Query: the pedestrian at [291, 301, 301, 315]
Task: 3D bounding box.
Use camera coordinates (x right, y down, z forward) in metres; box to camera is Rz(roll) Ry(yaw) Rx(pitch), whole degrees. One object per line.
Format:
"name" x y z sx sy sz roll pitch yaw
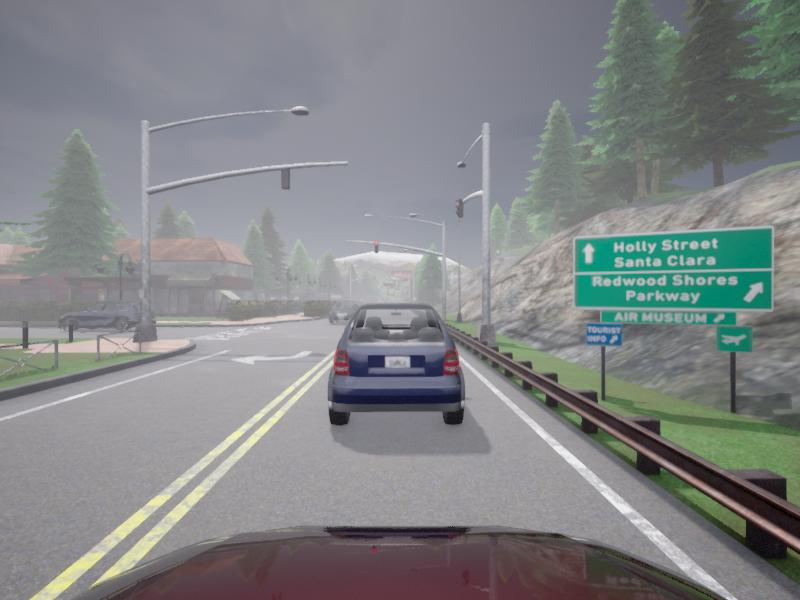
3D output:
"pedestrian" -10.157 0.764 39.103 0.751 1.300 0.751 0 0 4

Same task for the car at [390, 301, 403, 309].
"car" -0.666 0.849 69.640 2.163 1.488 4.792 0 0 -1

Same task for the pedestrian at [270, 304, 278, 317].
"pedestrian" -10.525 0.864 33.330 0.500 1.100 0.500 0 0 6

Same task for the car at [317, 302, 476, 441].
"car" -0.060 0.815 6.371 1.789 1.549 3.705 0 0 -1

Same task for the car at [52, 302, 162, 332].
"car" -16.714 0.938 23.005 4.856 1.649 2.033 0 0 0

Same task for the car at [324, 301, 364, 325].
"car" -3.776 0.842 28.004 2.128 1.511 4.902 -1 0 -1
